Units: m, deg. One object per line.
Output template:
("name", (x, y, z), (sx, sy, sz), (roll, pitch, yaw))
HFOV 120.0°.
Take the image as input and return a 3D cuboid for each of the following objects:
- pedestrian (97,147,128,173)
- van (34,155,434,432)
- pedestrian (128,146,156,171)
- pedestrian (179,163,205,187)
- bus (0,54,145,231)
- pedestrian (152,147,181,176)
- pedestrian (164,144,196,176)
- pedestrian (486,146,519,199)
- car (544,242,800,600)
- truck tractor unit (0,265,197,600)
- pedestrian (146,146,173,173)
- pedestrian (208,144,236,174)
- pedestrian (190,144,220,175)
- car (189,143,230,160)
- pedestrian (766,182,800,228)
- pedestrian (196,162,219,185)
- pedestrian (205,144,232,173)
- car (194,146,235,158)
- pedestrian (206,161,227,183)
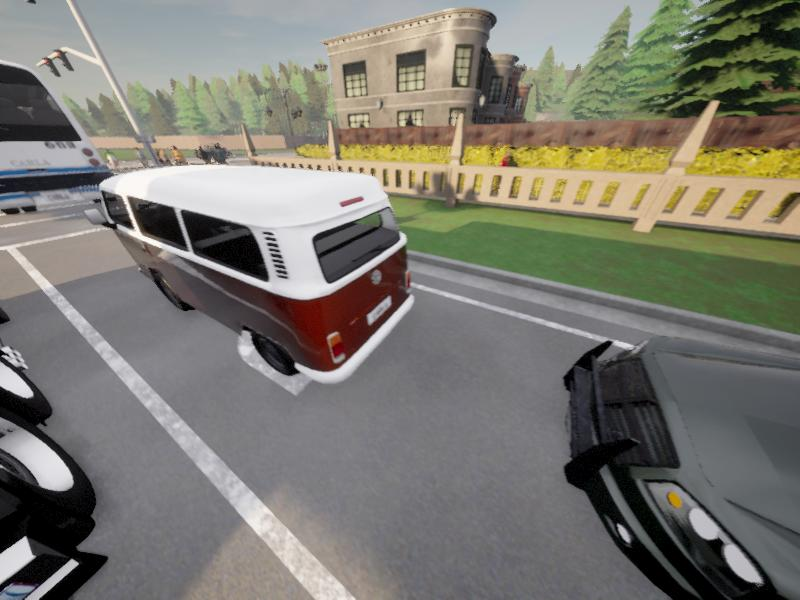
("pedestrian", (-24.173, -11.794, 19.445), (0.751, 1.860, 0.751), (20, 40, 26))
("van", (-2.092, -0.725, 3.277), (4.480, 2.038, 2.069), (18, 39, 24))
("pedestrian", (-23.002, -12.638, 20.648), (0.751, 1.860, 0.751), (15, 38, 21))
("pedestrian", (-11.282, -6.769, 12.532), (0.500, 1.100, 0.500), (-5, 35, -7))
("bus", (-15.729, -6.310, 9.457), (10.273, 4.253, 3.944), (23, 41, 30))
("pedestrian", (-17.912, -10.649, 17.754), (0.751, 1.860, 0.751), (21, 40, 28))
("pedestrian", (-15.316, -9.742, 16.120), (0.751, 1.860, 0.751), (21, 40, 28))
("pedestrian", (4.249, -5.306, 9.651), (0.751, 1.860, 0.751), (19, 39, 26))
("car", (3.581, 1.322, 0.735), (4.974, 1.542, 2.038), (18, 39, 24))
("truck tractor unit", (-5.119, -0.290, 0.790), (6.516, 4.208, 3.053), (18, 39, 24))
("pedestrian", (-20.099, -11.750, 19.352), (0.751, 1.860, 0.751), (22, 41, 29))
("pedestrian", (-13.292, -10.541, 17.299), (0.751, 1.860, 0.751), (5, 35, 7))
("pedestrian", (-14.279, -10.320, 16.989), (0.751, 1.860, 0.751), (11, 36, 16))
("car", (-28.119, -22.031, 34.183), (1.905, 1.878, 3.866), (18, 40, 25))
("pedestrian", (11.512, -2.957, 6.225), (0.751, 1.860, 0.751), (17, 39, 24))
("pedestrian", (-10.886, -7.170, 13.104), (0.500, 1.100, 0.500), (-11, 36, -15))
("pedestrian", (-13.849, -10.804, 17.680), (0.751, 1.860, 0.751), (4, 35, 6))
("car", (-29.947, -24.005, 37.432), (1.812, 1.442, 4.674), (18, 39, 25))
("pedestrian", (-10.897, -7.614, 13.743), (0.500, 1.100, 0.500), (25, 42, 32))
